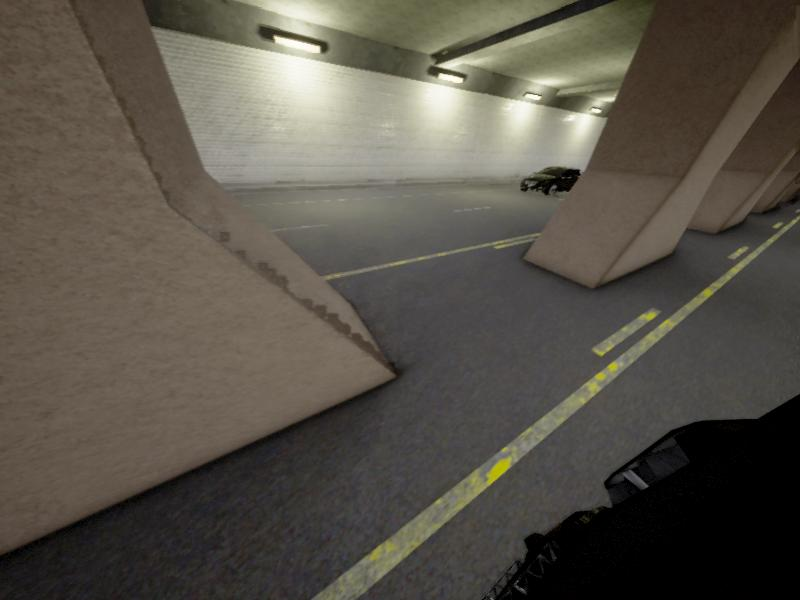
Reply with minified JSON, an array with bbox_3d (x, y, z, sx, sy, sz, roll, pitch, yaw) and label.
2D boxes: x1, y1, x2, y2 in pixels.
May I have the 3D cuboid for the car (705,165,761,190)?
[{"bbox_3d":[31.893,-11.794,22.139,3.866,1.878,1.905,-16,38,-26],"label":"car"}]

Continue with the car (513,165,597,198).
[{"bbox_3d":[9.704,-7.505,14.455,4.892,1.490,1.837,-16,38,-26],"label":"car"}]
